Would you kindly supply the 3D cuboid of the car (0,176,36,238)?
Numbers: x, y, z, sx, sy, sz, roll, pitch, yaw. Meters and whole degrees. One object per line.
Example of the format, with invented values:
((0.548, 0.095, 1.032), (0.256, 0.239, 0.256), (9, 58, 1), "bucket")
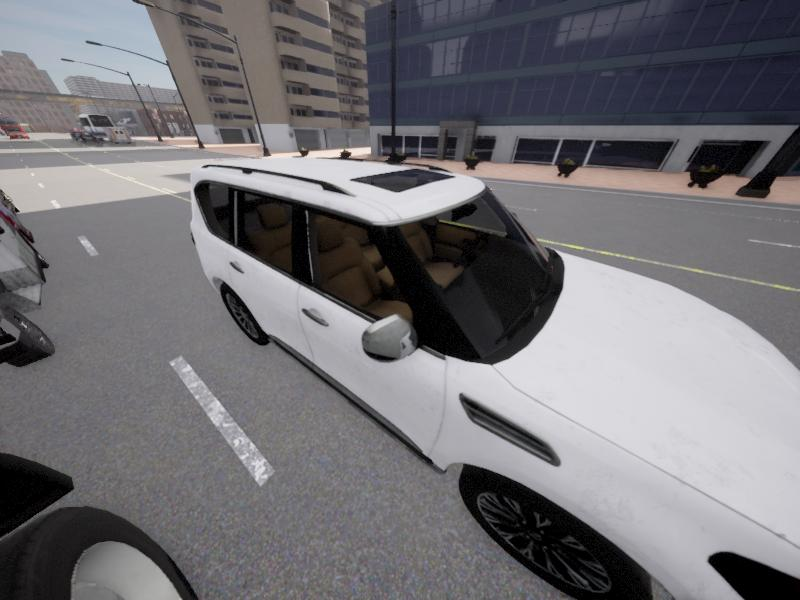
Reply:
((-12.986, -2.878, 6.598), (4.902, 1.511, 2.128), (22, 41, 28), "car")

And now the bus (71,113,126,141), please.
((-61.337, -35.069, 46.982), (10.273, 4.253, 3.944), (24, 41, 27), "bus")

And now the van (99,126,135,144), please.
((-52.039, -30.257, 42.437), (6.366, 2.431, 2.351), (24, 42, 27), "van")

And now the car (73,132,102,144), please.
((-56.441, -29.279, 41.705), (4.902, 1.511, 2.128), (24, 42, 27), "car")

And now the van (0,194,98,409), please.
((-6.909, -0.730, 2.801), (6.366, 2.431, 2.351), (22, 41, 28), "van")

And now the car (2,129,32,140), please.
((-71.661, -30.998, 43.260), (4.611, 1.667, 2.242), (24, 41, 27), "car")

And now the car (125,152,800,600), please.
((-0.074, -0.232, 2.468), (5.566, 2.045, 2.150), (23, 41, 28), "car")
